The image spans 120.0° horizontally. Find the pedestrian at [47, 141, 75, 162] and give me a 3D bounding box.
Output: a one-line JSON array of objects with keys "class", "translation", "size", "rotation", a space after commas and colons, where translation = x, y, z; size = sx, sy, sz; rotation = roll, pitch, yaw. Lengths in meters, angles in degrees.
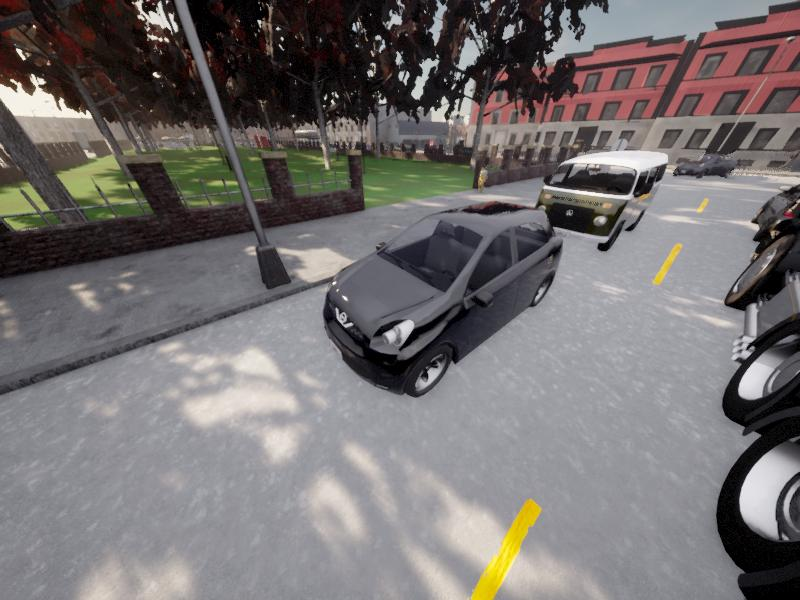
[{"class": "pedestrian", "translation": [-36.057, -15.838, 24.604], "size": [0.751, 1.860, 0.751], "rotation": [-25, 42, -32]}]

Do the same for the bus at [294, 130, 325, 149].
[{"class": "bus", "translation": [-25.775, -45.583, 65.499], "size": [3.944, 4.253, 10.273], "rotation": [-25, 43, -32]}]

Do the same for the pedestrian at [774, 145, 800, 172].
[{"class": "pedestrian", "translation": [32.981, -11.861, 19.415], "size": [0.751, 1.860, 0.751], "rotation": [-18, 39, -24]}]

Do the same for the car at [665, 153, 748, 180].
[{"class": "car", "translation": [22.214, -9.773, 16.851], "size": [3.633, 1.501, 1.845], "rotation": [-8, 35, -11]}]

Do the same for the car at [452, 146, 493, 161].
[{"class": "car", "translation": [9.603, -19.615, 30.912], "size": [1.837, 1.490, 4.892], "rotation": [-26, 42, -32]}]

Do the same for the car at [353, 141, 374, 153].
[{"class": "car", "translation": [-7.613, -31.816, 47.959], "size": [1.932, 1.855, 4.605], "rotation": [-25, 42, -31]}]

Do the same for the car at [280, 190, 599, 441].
[{"class": "car", "translation": [0.726, -0.390, 3.222], "size": [3.633, 1.501, 1.845], "rotation": [-25, 42, -31]}]

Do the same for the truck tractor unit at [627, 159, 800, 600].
[{"class": "truck tractor unit", "translation": [4.919, -0.458, 1.004], "size": [6.516, 4.208, 3.053], "rotation": [-26, 42, -32]}]

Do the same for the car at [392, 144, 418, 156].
[{"class": "car", "translation": [0.766, -25.811, 39.710], "size": [2.007, 1.525, 4.514], "rotation": [-25, 42, -31]}]

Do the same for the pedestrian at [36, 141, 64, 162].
[{"class": "pedestrian", "translation": [-37.186, -15.821, 24.571], "size": [0.751, 1.860, 0.751], "rotation": [21, 40, 26]}]

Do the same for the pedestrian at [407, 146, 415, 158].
[{"class": "pedestrian", "translation": [1.503, -20.976, 32.750], "size": [0.751, 1.300, 0.751], "rotation": [-25, 42, -32]}]

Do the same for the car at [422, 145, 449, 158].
[{"class": "car", "translation": [5.331, -22.629, 35.154], "size": [1.789, 1.549, 3.705], "rotation": [-25, 42, -31]}]

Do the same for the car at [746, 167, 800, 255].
[{"class": "car", "translation": [11.447, -2.453, 6.196], "size": [3.988, 1.617, 1.851], "rotation": [-25, 42, -32]}]

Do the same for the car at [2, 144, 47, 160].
[{"class": "car", "translation": [-47.734, -18.941, 29.482], "size": [1.845, 1.501, 3.633], "rotation": [-25, 42, -32]}]

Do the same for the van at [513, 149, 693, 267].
[{"class": "van", "translation": [5.530, -2.832, 6.316], "size": [4.480, 2.038, 2.069], "rotation": [-25, 42, -31]}]

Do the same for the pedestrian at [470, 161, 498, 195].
[{"class": "pedestrian", "translation": [3.969, -5.807, 10.998], "size": [0.751, 1.300, 0.751], "rotation": [-25, 42, -32]}]
